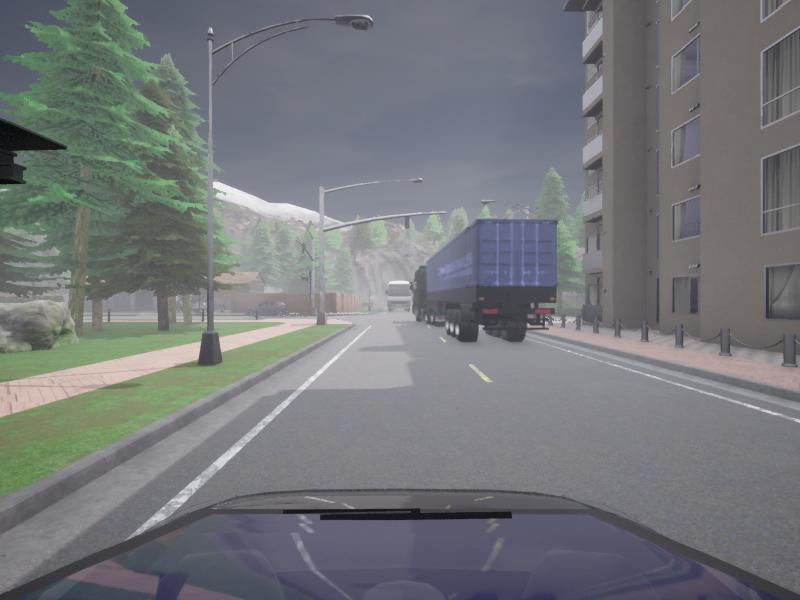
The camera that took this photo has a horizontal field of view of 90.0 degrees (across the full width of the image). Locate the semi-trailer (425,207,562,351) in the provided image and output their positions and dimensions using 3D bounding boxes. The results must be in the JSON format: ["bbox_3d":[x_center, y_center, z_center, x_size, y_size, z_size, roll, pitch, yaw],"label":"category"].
[{"bbox_3d":[3.321,-0.619,19.419,2.717,4.402,14.254,0,0,-3],"label":"semi-trailer"}]

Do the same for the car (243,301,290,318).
[{"bbox_3d":[-12.097,0.812,36.406,3.633,1.501,1.845,0,0,-1],"label":"car"}]

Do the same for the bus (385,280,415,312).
[{"bbox_3d":[0.035,-0.534,57.845,3.944,4.253,10.273,0,0,0],"label":"bus"}]

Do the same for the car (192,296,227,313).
[{"bbox_3d":[-21.587,0.503,45.523,1.932,1.855,4.605,0,0,-1],"label":"car"}]

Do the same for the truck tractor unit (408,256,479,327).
[{"bbox_3d":[2.709,-0.513,27.296,3.053,4.208,6.516,0,0,-10],"label":"truck tractor unit"}]

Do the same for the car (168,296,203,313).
[{"bbox_3d":[-24.091,0.505,45.073,1.905,1.878,3.866,0,0,-1],"label":"car"}]
